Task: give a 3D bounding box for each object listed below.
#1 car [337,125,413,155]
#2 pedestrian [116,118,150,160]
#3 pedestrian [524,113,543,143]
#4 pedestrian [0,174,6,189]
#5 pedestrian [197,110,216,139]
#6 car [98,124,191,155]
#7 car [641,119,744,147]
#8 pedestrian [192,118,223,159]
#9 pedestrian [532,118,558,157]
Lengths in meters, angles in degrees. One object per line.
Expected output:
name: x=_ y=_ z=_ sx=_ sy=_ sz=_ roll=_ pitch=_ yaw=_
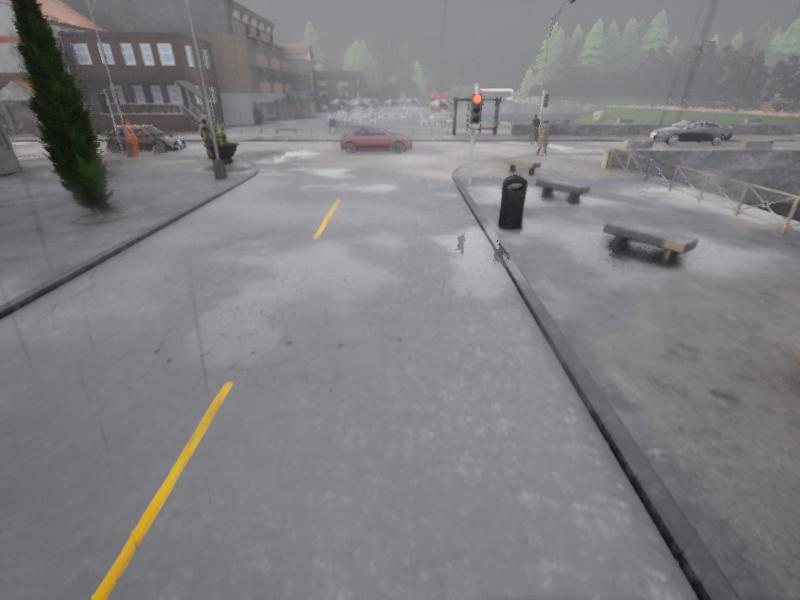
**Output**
car: x=-1.383 y=-9.257 z=23.108 sx=4.181 sy=1.385 sz=1.994 roll=-1 pitch=27 yaw=-1
pedestrian: x=-13.259 y=-8.010 z=19.888 sx=0.751 sy=1.860 sz=0.751 roll=22 pitch=34 yaw=36
pedestrian: x=9.129 y=-11.730 z=27.310 sx=0.751 sy=1.860 sz=0.751 roll=-2 pitch=27 yaw=-4
pedestrian: x=-14.188 y=-4.593 z=13.276 sx=0.751 sy=1.860 sz=0.751 roll=-2 pitch=27 yaw=-3
pedestrian: x=-13.978 y=-12.667 z=28.938 sx=0.751 sy=1.860 sz=0.751 roll=-19 pitch=33 yaw=-32
car: x=-14.630 y=-9.320 z=23.133 sx=3.806 sy=1.475 sz=1.970 roll=0 pitch=27 yaw=0
car: x=19.198 y=-11.087 z=26.479 sx=4.902 sy=1.511 sz=2.128 roll=1 pitch=27 yaw=1
pedestrian: x=-9.623 y=-8.090 z=20.037 sx=0.751 sy=1.860 sz=0.751 roll=8 pitch=28 yaw=15
pedestrian: x=7.770 y=-8.753 z=21.524 sx=0.751 sy=1.860 sz=0.751 roll=-6 pitch=28 yaw=-12
